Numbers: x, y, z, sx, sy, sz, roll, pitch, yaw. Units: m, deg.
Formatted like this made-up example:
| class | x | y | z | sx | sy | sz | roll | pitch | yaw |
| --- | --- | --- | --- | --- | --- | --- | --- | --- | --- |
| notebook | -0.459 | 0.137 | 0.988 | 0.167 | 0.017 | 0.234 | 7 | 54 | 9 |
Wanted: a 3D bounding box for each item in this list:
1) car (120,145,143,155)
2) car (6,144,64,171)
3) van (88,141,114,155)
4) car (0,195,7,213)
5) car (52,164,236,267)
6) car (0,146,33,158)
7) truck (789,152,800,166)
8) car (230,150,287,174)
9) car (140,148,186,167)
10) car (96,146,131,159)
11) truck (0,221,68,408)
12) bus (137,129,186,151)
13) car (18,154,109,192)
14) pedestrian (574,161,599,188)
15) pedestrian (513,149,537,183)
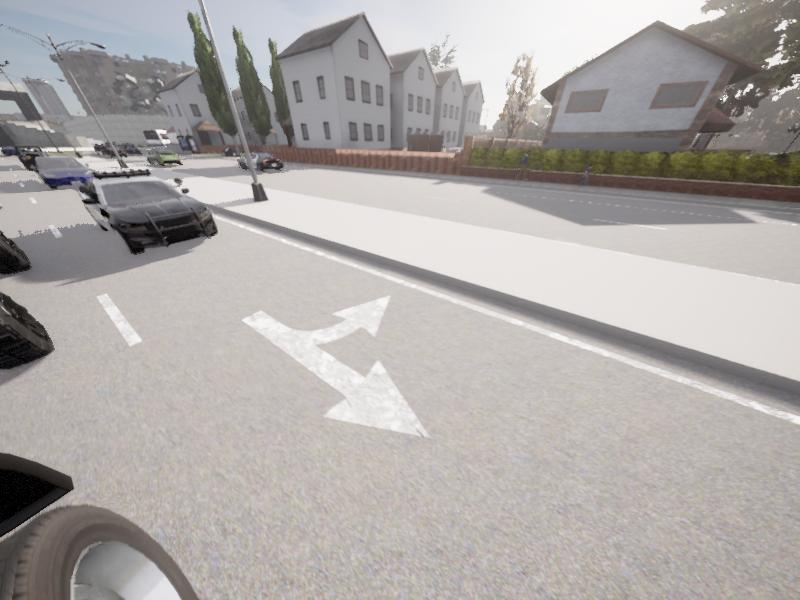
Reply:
| class | x | y | z | sx | sy | sz | roll | pitch | yaw |
| --- | --- | --- | --- | --- | --- | --- | --- | --- | --- |
| car | -47.529 | -26.600 | 40.929 | 3.633 | 1.501 | 1.845 | 25 | 41 | 31 |
| car | -32.593 | -12.788 | 20.636 | 3.866 | 1.878 | 1.905 | 21 | 40 | 28 |
| van | -53.197 | -27.138 | 41.181 | 4.480 | 2.038 | 2.069 | 30 | 44 | 35 |
| car | -17.138 | -4.090 | 8.616 | 4.181 | 1.385 | 1.994 | 21 | 40 | 28 |
| car | -7.248 | -2.703 | 6.502 | 5.238 | 1.638 | 1.930 | 21 | 39 | 28 |
| car | -56.567 | -21.784 | 33.945 | 4.718 | 1.301 | 1.895 | 19 | 39 | 25 |
| truck | 60.035 | -20.180 | 32.756 | 2.390 | 2.098 | 6.274 | 21 | 39 | 27 |
| car | -13.050 | -12.805 | 21.293 | 4.974 | 1.542 | 2.038 | 22 | 40 | 28 |
| car | -25.305 | -15.236 | 24.659 | 4.514 | 1.525 | 2.007 | 21 | 40 | 28 |
| car | -42.949 | -22.139 | 34.597 | 5.357 | 1.411 | 2.033 | 22 | 40 | 28 |
| truck | -7.048 | -0.398 | 2.737 | 6.274 | 2.098 | 2.390 | 21 | 40 | 29 |
| bus | -60.452 | -40.776 | 59.055 | 3.944 | 4.253 | 10.273 | -10 | 36 | -15 |
| car | -19.640 | -7.516 | 13.490 | 4.792 | 1.488 | 2.163 | 21 | 40 | 28 |
| pedestrian | 11.148 | -7.509 | 13.822 | 0.751 | 1.300 | 0.751 | 22 | 40 | 28 |
| pedestrian | 8.240 | -8.863 | 15.260 | 0.751 | 1.860 | 0.751 | 23 | 40 | 29 |
